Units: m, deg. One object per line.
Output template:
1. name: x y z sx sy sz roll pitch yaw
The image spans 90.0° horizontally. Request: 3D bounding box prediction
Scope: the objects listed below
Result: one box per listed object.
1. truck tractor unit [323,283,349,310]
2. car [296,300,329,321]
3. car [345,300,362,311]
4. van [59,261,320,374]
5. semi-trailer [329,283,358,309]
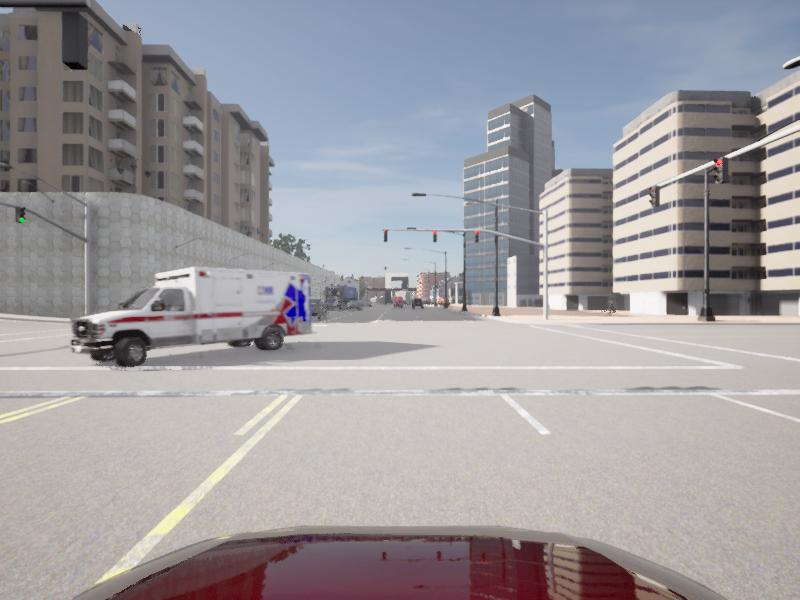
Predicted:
1. truck tractor unit: -10.640 -0.518 66.887 3.053 4.208 6.516 0 0 2
2. car: -7.138 0.787 33.005 1.851 1.617 3.988 0 0 0
3. car: -7.293 0.822 63.336 2.038 1.542 4.974 0 0 0
4. van: -5.593 0.394 11.807 2.351 2.431 6.366 -3 -1 36
5. semi-trailer: -10.289 -0.619 74.791 2.717 4.402 14.254 0 0 3
